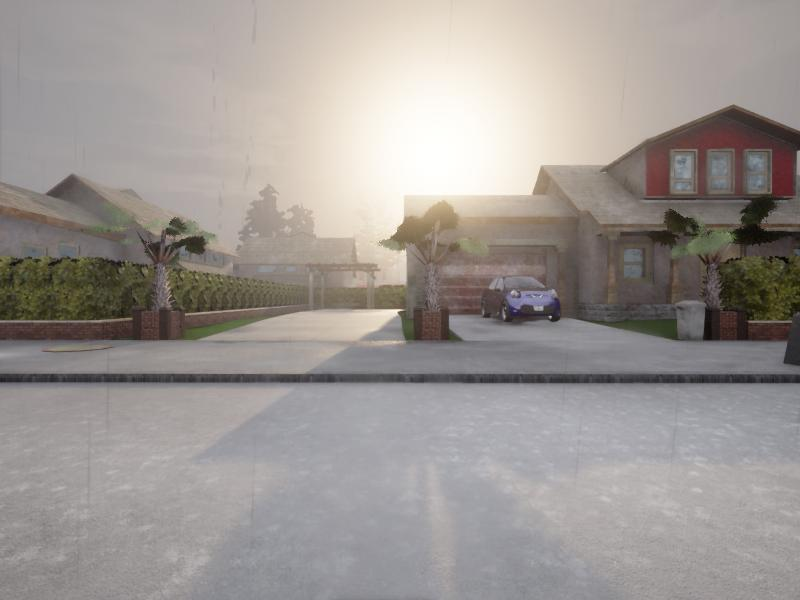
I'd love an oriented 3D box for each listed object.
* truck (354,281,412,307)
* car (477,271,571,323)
[{"bbox_3d":[-2.477,-0.921,60.272,8.468,3.827,2.891,0,0,0],"label":"truck"},{"bbox_3d":[3.891,-0.082,13.247,1.845,1.501,3.633,0,0,-3],"label":"car"}]
